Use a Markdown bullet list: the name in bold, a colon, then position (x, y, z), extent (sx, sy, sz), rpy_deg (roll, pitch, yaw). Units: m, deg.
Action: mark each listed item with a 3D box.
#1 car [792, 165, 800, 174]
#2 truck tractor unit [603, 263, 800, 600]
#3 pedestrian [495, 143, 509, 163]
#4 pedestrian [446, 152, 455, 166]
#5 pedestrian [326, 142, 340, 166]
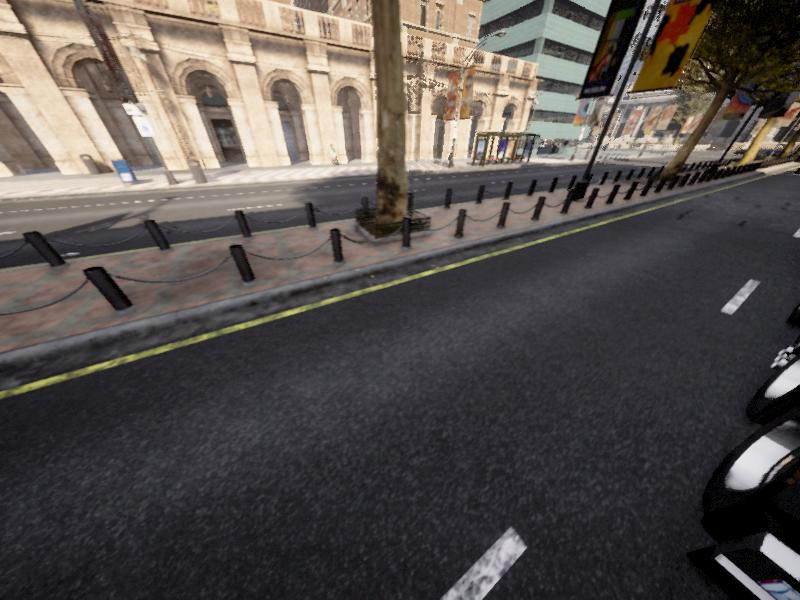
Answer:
- **car**: position (37.197, -11.993, 20.201), extent (5.238, 1.638, 1.930), rpy_deg (-18, 39, -24)
- **truck tractor unit**: position (5.110, -0.300, 0.794), extent (6.516, 4.208, 3.053), rpy_deg (-18, 39, -24)
- **pedestrian**: position (11.312, -16.324, 25.673), extent (0.751, 1.860, 0.751), rpy_deg (-18, 39, -24)
- **pedestrian**: position (4.936, -13.798, 22.641), extent (0.500, 1.100, 0.500), rpy_deg (-22, 40, -28)
- **pedestrian**: position (-6.350, -13.860, 21.951), extent (0.751, 1.860, 0.751), rpy_deg (-18, 39, -25)
